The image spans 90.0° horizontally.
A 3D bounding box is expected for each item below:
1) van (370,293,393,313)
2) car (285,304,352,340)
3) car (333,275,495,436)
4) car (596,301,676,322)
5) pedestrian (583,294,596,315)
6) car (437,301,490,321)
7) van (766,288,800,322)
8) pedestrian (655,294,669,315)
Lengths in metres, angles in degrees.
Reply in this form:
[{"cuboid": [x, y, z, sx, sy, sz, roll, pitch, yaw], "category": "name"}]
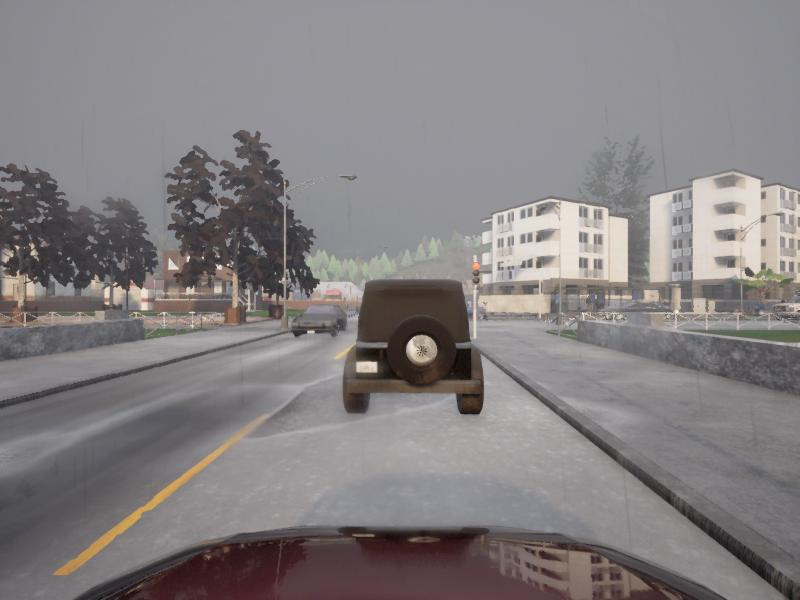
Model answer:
[{"cuboid": [-2.300, 0.379, 51.361, 2.351, 2.431, 6.366, 0, 0, 2], "category": "van"}, {"cuboid": [-3.570, 0.895, 18.615, 2.033, 1.411, 5.357, 0, 0, 0], "category": "car"}, {"cuboid": [0.220, 0.646, 6.640, 1.905, 1.878, 3.866, 0, 0, 2], "category": "car"}, {"cuboid": [17.631, 0.844, 30.019, 4.892, 1.490, 1.837, 0, 0, 2], "category": "car"}, {"cuboid": [17.053, 0.417, 36.007, 0.751, 1.860, 0.751, 0, 0, 0], "category": "pedestrian"}, {"cuboid": [5.028, 0.853, 31.533, 3.806, 1.475, 1.970, 0, 0, 19], "category": "car"}, {"cuboid": [31.349, 0.378, 29.558, 6.366, 2.431, 2.351, 0, 0, 2], "category": "van"}, {"cuboid": [23.439, 0.417, 35.829, 0.751, 1.860, 0.751, 0, 0, 2], "category": "pedestrian"}]
